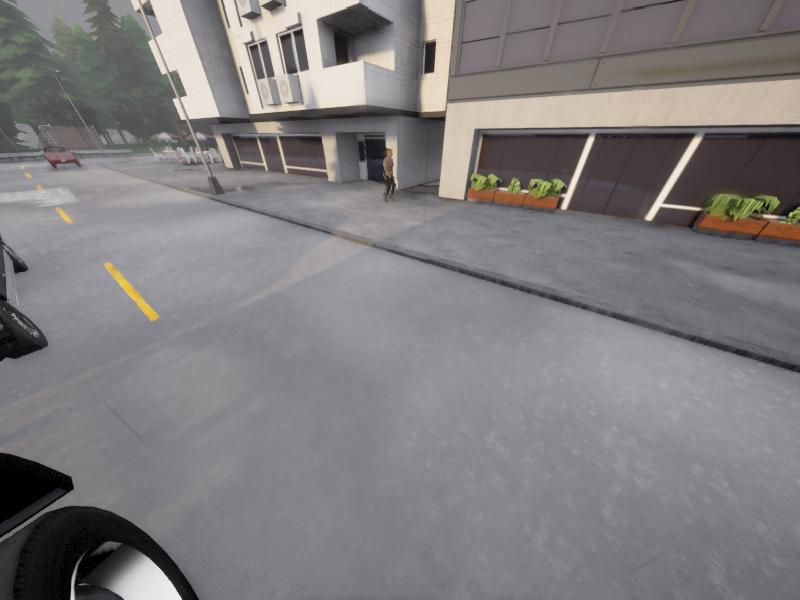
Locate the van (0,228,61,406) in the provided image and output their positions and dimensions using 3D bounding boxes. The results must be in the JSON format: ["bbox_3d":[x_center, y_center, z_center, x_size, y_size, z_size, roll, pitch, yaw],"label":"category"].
[{"bbox_3d":[-6.847,-0.658,2.607,5.915,2.561,1.988,22,40,28],"label":"van"}]

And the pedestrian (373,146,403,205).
[{"bbox_3d":[-0.413,-4.668,8.702,0.751,1.860,0.751,22,41,28],"label":"pedestrian"}]

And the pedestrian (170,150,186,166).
[{"bbox_3d":[-19.686,-12.612,20.510,0.500,1.100,0.500,14,37,19],"label":"pedestrian"}]

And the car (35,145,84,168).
[{"bbox_3d":[-30.205,-12.836,20.603,3.633,1.501,1.845,27,43,32],"label":"car"}]

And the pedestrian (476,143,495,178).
[{"bbox_3d":[5.538,-9.007,14.958,0.751,1.860,0.751,13,37,18],"label":"pedestrian"}]
